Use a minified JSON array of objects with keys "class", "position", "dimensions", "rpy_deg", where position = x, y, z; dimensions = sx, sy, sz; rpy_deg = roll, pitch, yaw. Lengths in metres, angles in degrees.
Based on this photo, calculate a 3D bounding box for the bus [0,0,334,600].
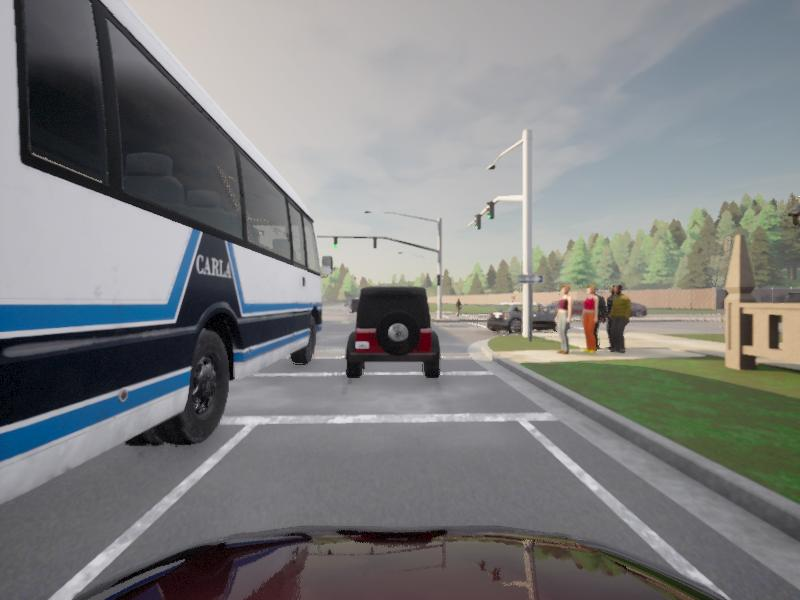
[{"class":"bus","position":[-3.795,-0.532,6.591],"dimensions":[3.944,4.253,10.273],"rpy_deg":[0,0,-2]}]

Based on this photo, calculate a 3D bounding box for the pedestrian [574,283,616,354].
[{"class":"pedestrian","position":[5.403,0.491,11.099],"dimensions":[0.751,1.860,0.751],"rpy_deg":[0,0,-22]}]

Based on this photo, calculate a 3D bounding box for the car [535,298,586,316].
[{"class":"car","position":[16.867,0.718,42.190],"dimensions":[4.553,1.767,2.097],"rpy_deg":[0,0,-1]}]

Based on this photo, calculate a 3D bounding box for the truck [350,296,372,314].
[{"class":"truck","position":[-4.841,0.572,50.984],"dimensions":[2.390,2.098,6.274],"rpy_deg":[0,0,-2]}]

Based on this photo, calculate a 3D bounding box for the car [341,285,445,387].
[{"class":"car","position":[-0.136,0.653,9.281],"dimensions":[1.905,1.878,3.866],"rpy_deg":[0,0,0]}]

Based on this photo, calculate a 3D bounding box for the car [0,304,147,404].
[{"class":"car","position":[-7.207,0.840,7.341],"dimensions":[2.128,1.511,4.902],"rpy_deg":[0,0,-1]}]

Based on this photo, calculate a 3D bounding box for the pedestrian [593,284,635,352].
[{"class":"pedestrian","position":[6.060,0.491,11.334],"dimensions":[0.751,1.860,0.751],"rpy_deg":[0,0,-22]}]

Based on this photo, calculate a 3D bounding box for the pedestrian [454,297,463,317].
[{"class":"pedestrian","position":[5.504,0.659,37.562],"dimensions":[0.751,1.860,0.751],"rpy_deg":[0,0,-1]}]

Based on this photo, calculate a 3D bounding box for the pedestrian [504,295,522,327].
[{"class":"pedestrian","position":[6.762,0.651,24.022],"dimensions":[0.751,1.860,0.751],"rpy_deg":[0,0,-41]}]

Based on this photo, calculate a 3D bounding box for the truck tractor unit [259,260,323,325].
[{"class":"truck tractor unit","position":[-7.771,-0.506,29.383],"dimensions":[3.053,4.208,6.516],"rpy_deg":[0,0,-1]}]

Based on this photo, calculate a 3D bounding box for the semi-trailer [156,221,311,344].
[{"class":"semi-trailer","position":[-7.560,-0.605,21.472],"dimensions":[2.717,4.402,14.254],"rpy_deg":[0,0,-2]}]

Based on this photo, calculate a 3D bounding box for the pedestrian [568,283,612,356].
[{"class":"pedestrian","position":[5.046,0.491,10.646],"dimensions":[0.751,1.860,0.751],"rpy_deg":[0,0,-17]}]

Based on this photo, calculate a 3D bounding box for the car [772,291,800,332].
[{"class":"car","position":[22.618,0.579,20.300],"dimensions":[5.566,2.045,2.150],"rpy_deg":[0,0,-1]}]

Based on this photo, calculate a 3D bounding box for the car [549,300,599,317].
[{"class":"car","position":[16.803,0.810,38.692],"dimensions":[3.988,1.617,1.851],"rpy_deg":[0,0,-1]}]

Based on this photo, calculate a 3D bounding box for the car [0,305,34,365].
[{"class":"car","position":[-10.733,0.859,8.669],"dimensions":[1.816,1.474,4.193],"rpy_deg":[0,0,-2]}]

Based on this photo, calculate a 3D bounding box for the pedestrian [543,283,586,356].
[{"class":"pedestrian","position":[4.319,0.491,10.558],"dimensions":[0.751,1.860,0.751],"rpy_deg":[0,0,-12]}]

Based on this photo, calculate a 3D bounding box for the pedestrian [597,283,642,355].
[{"class":"pedestrian","position":[5.856,0.491,10.704],"dimensions":[0.751,1.860,0.751],"rpy_deg":[0,0,-13]}]

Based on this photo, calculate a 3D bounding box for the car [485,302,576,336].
[{"class":"car","position":[6.330,0.864,19.532],"dimensions":[3.806,1.475,1.970],"rpy_deg":[0,0,-18]}]

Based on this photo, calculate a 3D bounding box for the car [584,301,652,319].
[{"class":"car","position":[19.086,0.871,35.225],"dimensions":[4.792,1.488,2.163],"rpy_deg":[0,0,-1]}]
